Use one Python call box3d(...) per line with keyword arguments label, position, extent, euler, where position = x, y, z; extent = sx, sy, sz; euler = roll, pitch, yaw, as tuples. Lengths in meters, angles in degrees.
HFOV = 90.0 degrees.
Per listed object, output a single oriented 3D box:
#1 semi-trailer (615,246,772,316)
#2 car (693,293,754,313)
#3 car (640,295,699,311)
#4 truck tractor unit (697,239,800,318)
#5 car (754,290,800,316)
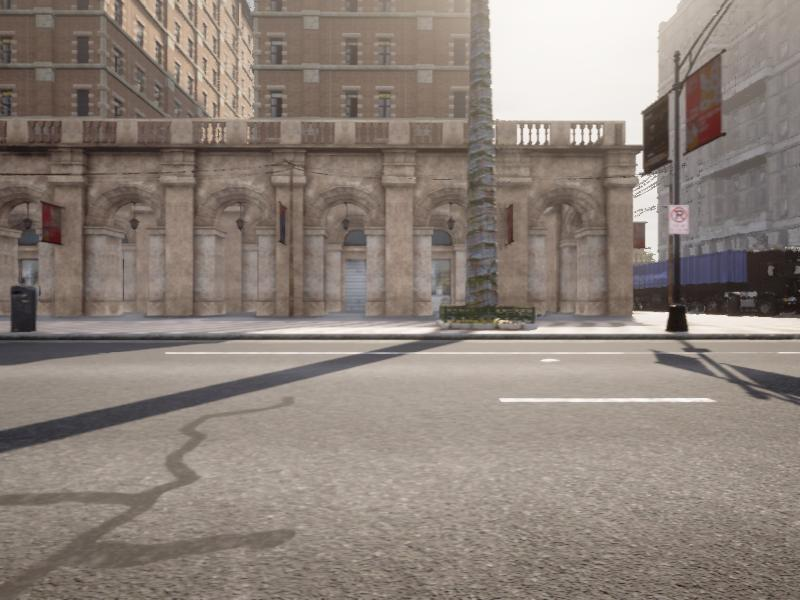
box3d(label="semi-trailer", position=(22.391, -1.227, 32.476), extent=(2.717, 4.402, 14.254), euler=(0, 0, 2))
box3d(label="car", position=(25.432, 0.216, 31.616), extent=(1.845, 1.501, 3.633), euler=(0, 0, 0))
box3d(label="car", position=(25.378, 0.284, 37.976), extent=(2.033, 1.411, 5.357), euler=(0, 0, 0))
box3d(label="truck tractor unit", position=(22.120, -1.131, 24.568), extent=(3.053, 4.208, 6.516), euler=(0, 0, 2))
box3d(label="car", position=(25.458, 0.190, 25.101), extent=(1.801, 1.575, 5.366), euler=(0, 0, 0))
